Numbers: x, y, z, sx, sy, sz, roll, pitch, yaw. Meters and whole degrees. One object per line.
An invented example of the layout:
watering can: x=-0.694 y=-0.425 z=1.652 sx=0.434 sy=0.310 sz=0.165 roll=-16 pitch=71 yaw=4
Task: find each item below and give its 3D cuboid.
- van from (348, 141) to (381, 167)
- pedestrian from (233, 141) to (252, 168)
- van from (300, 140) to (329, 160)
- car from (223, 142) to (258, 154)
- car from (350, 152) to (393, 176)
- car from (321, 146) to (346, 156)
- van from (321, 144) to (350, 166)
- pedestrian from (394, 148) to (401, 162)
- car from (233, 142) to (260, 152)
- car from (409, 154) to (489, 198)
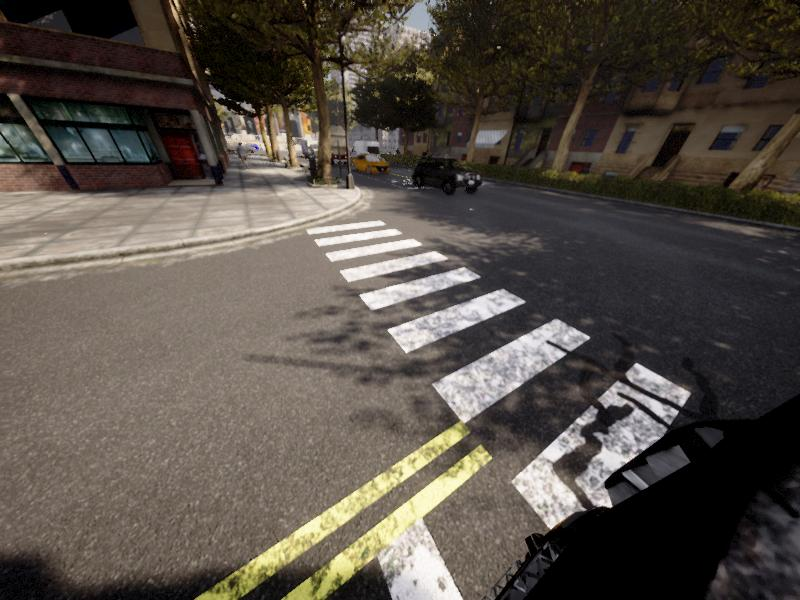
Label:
van: x=-4.616 y=-18.712 z=29.499 sx=1.988 sy=2.561 sz=5.915 roll=-16 pitch=38 yaw=-26
pedestrian: x=-12.810 y=-11.850 z=18.831 sx=0.751 sy=1.860 sz=0.751 roll=-17 pitch=38 yaw=-27
van: x=-13.868 y=-24.230 z=37.213 sx=2.351 sy=2.431 sz=6.366 roll=-18 pitch=39 yaw=-29
car: x=-28.239 y=-27.143 z=41.200 sx=4.611 sy=1.667 sz=2.242 roll=-12 pitch=36 yaw=-21
car: x=-2.739 y=-12.611 z=21.354 sx=1.882 sy=1.535 sz=5.008 roll=-16 pitch=38 yaw=-26
car: x=-14.837 y=-33.398 z=51.684 sx=5.027 sy=1.651 sz=2.152 roll=-16 pitch=38 yaw=-26
van: x=-8.044 y=-18.017 z=28.648 sx=2.069 sy=2.038 sz=4.480 roll=-16 pitch=38 yaw=-26
pedestrian: x=-0.380 y=-23.149 z=36.801 sx=0.751 sy=1.860 sz=0.751 roll=-11 pitch=36 yaw=-21
car: x=-32.810 y=-32.695 z=49.349 sx=4.514 sy=1.525 sz=2.007 roll=-16 pitch=38 yaw=-26
car: x=2.634 y=-7.503 z=13.759 sx=1.932 sy=1.855 sz=4.605 roll=-16 pitch=37 yaw=-26
